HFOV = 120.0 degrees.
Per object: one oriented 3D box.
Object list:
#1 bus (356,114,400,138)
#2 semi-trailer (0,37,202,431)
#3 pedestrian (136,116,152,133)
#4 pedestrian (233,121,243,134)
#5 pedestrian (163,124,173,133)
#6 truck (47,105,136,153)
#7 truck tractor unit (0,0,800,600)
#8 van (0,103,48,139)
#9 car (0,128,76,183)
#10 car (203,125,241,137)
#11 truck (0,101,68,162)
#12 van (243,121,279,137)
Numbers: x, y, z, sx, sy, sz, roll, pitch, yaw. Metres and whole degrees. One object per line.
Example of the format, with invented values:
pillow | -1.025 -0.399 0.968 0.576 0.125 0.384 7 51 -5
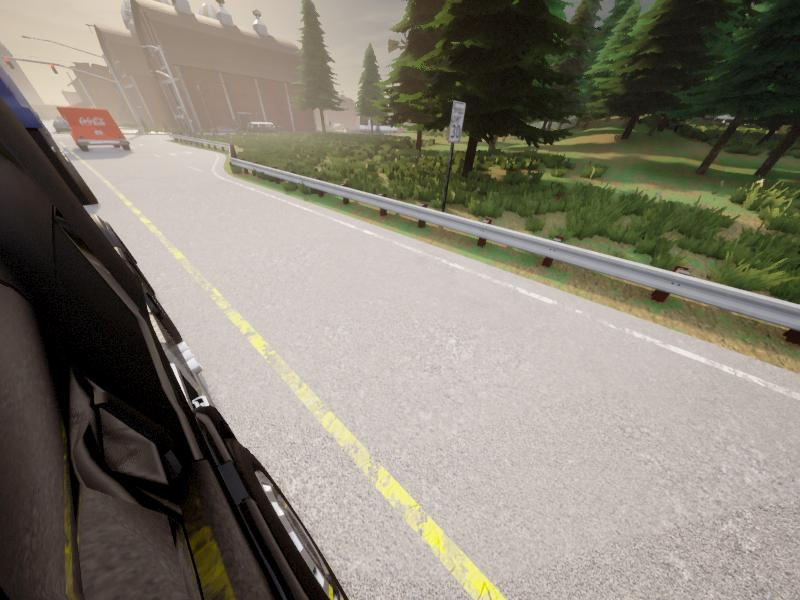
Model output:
bus | -4.816 -40.445 53.909 3.944 4.253 10.273 28 43 29
semi-trailer | -8.744 -3.574 4.182 14.254 4.402 2.717 28 43 29
pedestrian | -36.151 -24.743 32.657 0.751 1.860 0.751 -21 43 -28
pedestrian | -28.364 -30.190 40.427 0.751 1.860 0.751 27 43 29
pedestrian | -34.745 -25.673 34.623 0.500 1.100 0.500 21 40 23
truck | -22.291 -12.387 16.746 5.204 2.467 2.627 27 43 29
truck tractor unit | -2.645 -0.295 0.351 6.516 4.208 3.053 28 44 30
van | -37.489 -15.982 20.572 5.915 2.561 1.988 -19 40 -26
car | -16.059 -6.230 9.720 4.902 1.511 2.128 27 43 29
car | -27.755 -26.435 36.151 1.994 1.385 4.181 27 43 29
truck | -21.924 -9.539 12.956 5.204 2.467 2.627 27 43 28
van | -23.825 -29.450 39.866 2.069 2.038 4.480 28 43 29
